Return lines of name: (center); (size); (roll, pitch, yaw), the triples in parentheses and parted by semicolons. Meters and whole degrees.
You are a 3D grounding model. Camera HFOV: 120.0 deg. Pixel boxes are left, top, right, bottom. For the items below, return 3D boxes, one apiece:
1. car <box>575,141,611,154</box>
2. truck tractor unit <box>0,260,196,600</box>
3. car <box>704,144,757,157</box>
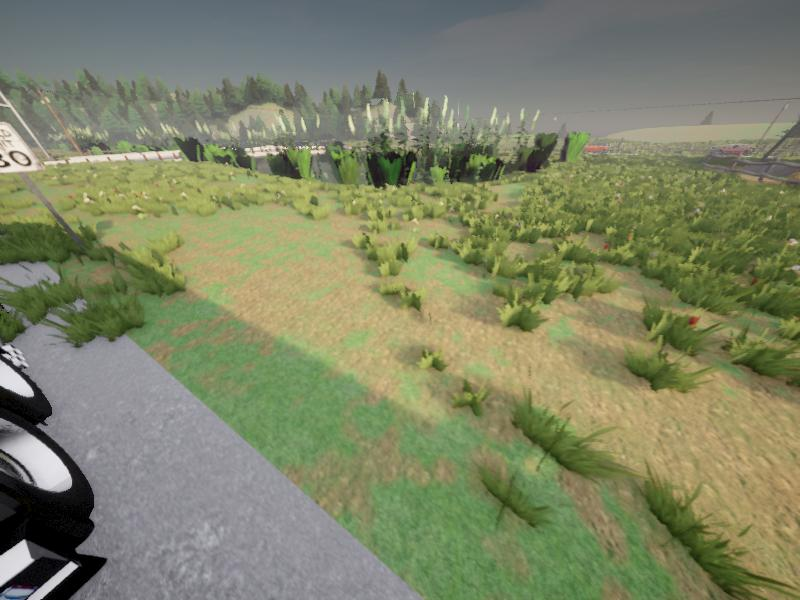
car: (34.335, -27.171, 41.160); (4.553, 1.767, 2.097); (22, 41, 28)
truck tractor unit: (-5.106, -0.306, 0.789); (6.516, 4.208, 3.053); (19, 39, 24)
car: (47.658, -21.705, 33.478); (3.806, 1.475, 1.970); (22, 41, 28)
